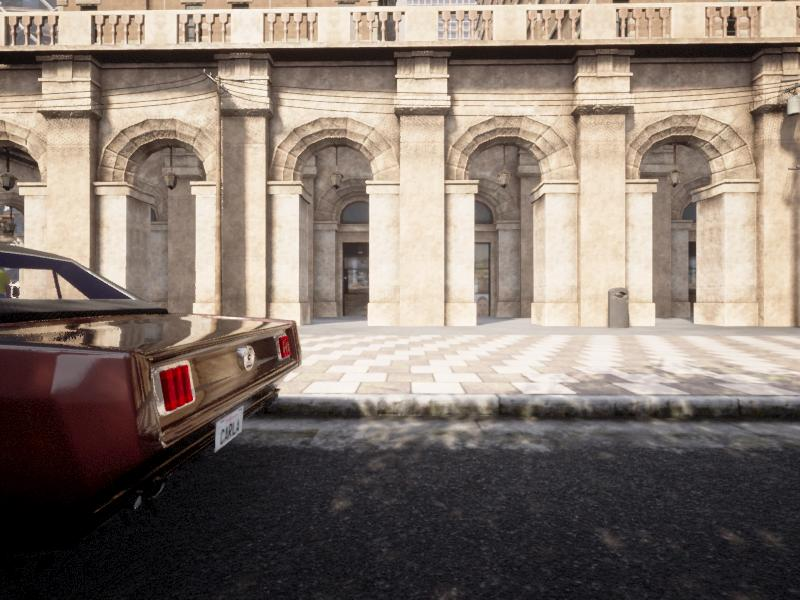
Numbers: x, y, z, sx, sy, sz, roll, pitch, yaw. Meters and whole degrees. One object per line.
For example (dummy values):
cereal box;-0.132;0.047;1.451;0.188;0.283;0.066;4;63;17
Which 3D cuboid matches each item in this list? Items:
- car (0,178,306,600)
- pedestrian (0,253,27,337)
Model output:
car;-3.058;0.338;2.008;4.718;1.301;1.895;0;0;1
pedestrian;-9.269;-0.115;9.160;0.751;1.860;0.751;0;0;2
